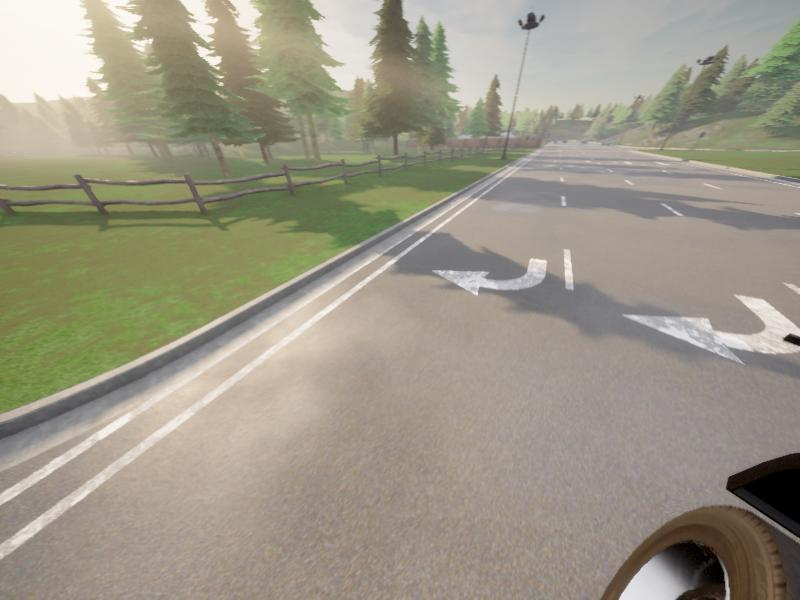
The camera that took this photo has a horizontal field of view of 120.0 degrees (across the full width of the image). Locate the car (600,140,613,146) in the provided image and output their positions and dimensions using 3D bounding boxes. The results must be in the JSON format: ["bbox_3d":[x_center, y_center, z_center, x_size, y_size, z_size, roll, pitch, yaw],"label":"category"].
[{"bbox_3d":[63.488,-48.286,71.056,2.128,1.511,4.902,17,38,24],"label":"car"}]
